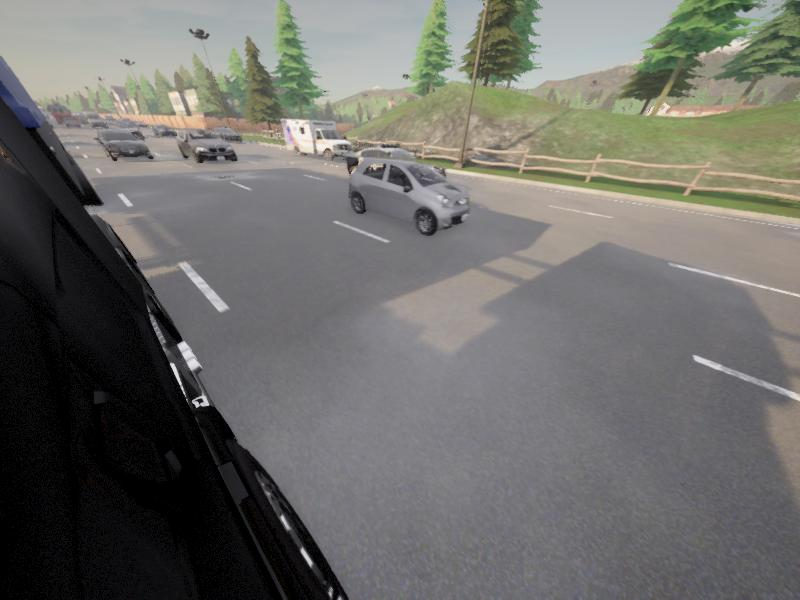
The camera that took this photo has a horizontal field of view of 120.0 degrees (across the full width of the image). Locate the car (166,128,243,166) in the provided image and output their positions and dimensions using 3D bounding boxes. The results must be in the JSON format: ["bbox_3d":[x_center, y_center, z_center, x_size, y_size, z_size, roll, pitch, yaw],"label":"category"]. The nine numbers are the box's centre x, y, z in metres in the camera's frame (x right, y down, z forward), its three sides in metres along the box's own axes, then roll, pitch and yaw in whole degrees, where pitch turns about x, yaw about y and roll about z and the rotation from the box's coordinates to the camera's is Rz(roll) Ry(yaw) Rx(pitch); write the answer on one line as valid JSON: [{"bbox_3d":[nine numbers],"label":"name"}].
[{"bbox_3d":[-12.650,-10.002,14.945,4.611,1.667,2.242,28,43,30],"label":"car"}]

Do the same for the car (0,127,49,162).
[{"bbox_3d":[-22.603,-8.716,12.841,4.181,1.385,1.994,16,39,18],"label":"car"}]

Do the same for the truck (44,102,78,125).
[{"bbox_3d":[-79.802,-43.784,54.389,8.468,3.827,2.891,28,43,30],"label":"truck"}]

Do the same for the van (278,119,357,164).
[{"bbox_3d":[-6.443,-12.466,18.014,6.366,2.431,2.351,28,43,30],"label":"van"}]

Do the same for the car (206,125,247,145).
[{"bbox_3d":[-20.632,-19.671,27.482,5.238,1.638,1.930,28,43,30],"label":"car"}]

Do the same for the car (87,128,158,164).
[{"bbox_3d":[-17.226,-9.631,14.307,4.892,1.490,1.837,28,43,30],"label":"car"}]

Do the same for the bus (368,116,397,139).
[{"bbox_3d":[-4.184,-43.384,58.237,3.944,4.253,10.273,12,37,12],"label":"bus"}]

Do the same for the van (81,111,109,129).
[{"bbox_3d":[-60.956,-35.981,46.153,5.915,2.561,1.988,28,43,30],"label":"van"}]

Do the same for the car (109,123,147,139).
[{"bbox_3d":[-34.340,-21.392,29.147,5.357,1.411,2.033,28,43,30],"label":"car"}]

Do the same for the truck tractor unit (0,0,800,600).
[{"bbox_3d":[-2.645,-0.295,0.352,6.516,4.208,3.053,28,44,30],"label":"truck tractor unit"}]

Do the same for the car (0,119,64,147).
[{"bbox_3d":[-29.727,-13.593,18.747,5.027,1.651,2.152,28,43,30],"label":"car"}]

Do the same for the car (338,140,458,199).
[{"bbox_3d":[-0.302,-6.162,10.573,5.238,1.638,1.930,28,43,30],"label":"car"}]

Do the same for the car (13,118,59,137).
[{"bbox_3d":[-40.262,-19.122,25.646,4.792,1.488,2.163,28,43,30],"label":"car"}]

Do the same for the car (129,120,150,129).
[{"bbox_3d":[-59.819,-40.371,53.094,5.357,1.411,2.033,28,43,30],"label":"car"}]

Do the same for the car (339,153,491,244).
[{"bbox_3d":[0.266,-3.090,6.568,3.633,1.501,1.845,28,43,30],"label":"car"}]

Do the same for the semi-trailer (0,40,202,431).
[{"bbox_3d":[-8.707,-3.584,4.241,14.254,4.402,2.717,28,43,30],"label":"semi-trailer"}]

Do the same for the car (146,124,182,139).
[{"bbox_3d":[-31.959,-22.853,31.263,5.357,1.411,2.033,28,43,30],"label":"car"}]
